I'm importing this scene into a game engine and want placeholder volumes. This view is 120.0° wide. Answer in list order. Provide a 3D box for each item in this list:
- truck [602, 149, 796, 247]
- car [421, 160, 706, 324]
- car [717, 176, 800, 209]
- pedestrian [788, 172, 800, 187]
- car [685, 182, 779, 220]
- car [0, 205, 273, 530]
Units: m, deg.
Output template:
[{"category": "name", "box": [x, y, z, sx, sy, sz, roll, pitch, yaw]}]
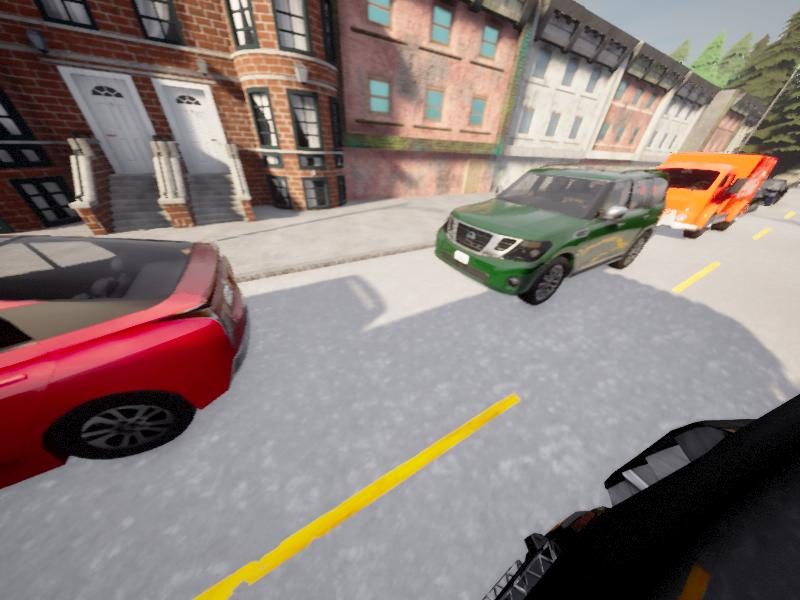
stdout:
[{"category": "truck", "box": [10.851, -3.964, 8.546, 5.204, 2.467, 2.627, -16, 38, -26]}, {"category": "car", "box": [3.457, -1.704, 4.964, 5.566, 2.045, 2.150, -16, 38, -26]}, {"category": "car", "box": [24.124, -7.307, 15.488, 4.792, 1.488, 2.163, -16, 38, -26]}, {"category": "pedestrian", "box": [49.309, -14.926, 28.307, 0.751, 1.860, 0.751, 12, 35, 14]}, {"category": "car", "box": [17.742, -5.422, 12.330, 4.718, 1.301, 1.895, -16, 38, -26]}, {"category": "car", "box": [-3.645, 0.533, 1.525, 4.514, 1.525, 2.007, -16, 38, -26]}]
